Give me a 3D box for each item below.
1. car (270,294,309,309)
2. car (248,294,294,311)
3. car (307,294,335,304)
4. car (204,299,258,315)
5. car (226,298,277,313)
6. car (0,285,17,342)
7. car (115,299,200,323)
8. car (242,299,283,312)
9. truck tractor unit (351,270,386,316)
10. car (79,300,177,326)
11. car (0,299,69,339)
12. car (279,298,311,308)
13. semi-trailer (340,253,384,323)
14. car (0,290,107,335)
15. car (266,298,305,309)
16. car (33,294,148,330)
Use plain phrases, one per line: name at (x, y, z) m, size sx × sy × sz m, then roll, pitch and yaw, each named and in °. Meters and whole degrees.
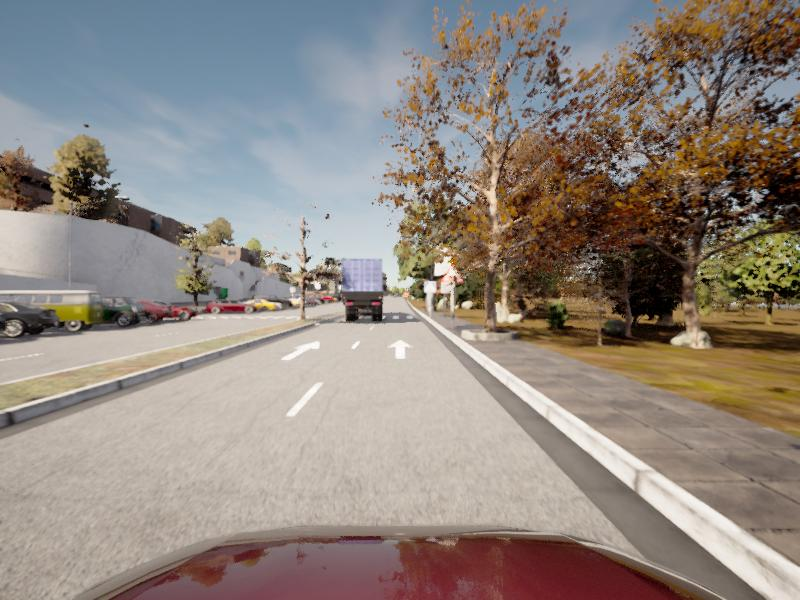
car at (-16.868, 0.201, 61.101) m, size 5.566 × 2.045 × 2.435 m, roll -1°, pitch 1°, yaw -20°
car at (-16.821, 0.309, 52.121) m, size 5.566 × 2.045 × 2.435 m, roll -1°, pitch 0°, yaw -20°
car at (-16.807, -0.262, 85.139) m, size 5.566 × 2.045 × 2.435 m, roll -1°, pitch 1°, yaw -20°
car at (-16.823, 0.670, 40.107) m, size 4.792 × 1.488 × 2.163 m, roll -1°, pitch 0°, yaw -20°
car at (-17.018, 0.605, 46.031) m, size 5.366 × 1.575 × 1.946 m, roll -1°, pitch 1°, yaw -20°
car at (-16.840, 0.533, 13.166) m, size 5.566 × 2.045 × 2.435 m, roll -1°, pitch 0°, yaw -20°
car at (-16.829, 0.734, 28.102) m, size 4.792 × 1.488 × 2.163 m, roll -1°, pitch 0°, yaw -20°
car at (-16.849, 0.623, 49.104) m, size 4.674 × 1.452 × 2.002 m, roll -1°, pitch 0°, yaw -20°
truck tractor unit at (-2.963, -0.715, 39.947) m, size 3.053 × 4.208 × 6.516 m, roll 0°, pitch 1°, yaw -1°
car at (-16.851, 0.761, 25.083) m, size 4.674 × 1.452 × 2.002 m, roll -1°, pitch 1°, yaw -20°
car at (-16.854, 0.770, 16.136) m, size 4.892 × 1.521 × 2.231 m, roll -1°, pitch 1°, yaw -20°
car at (-16.863, 0.436, 64.104) m, size 4.792 × 1.488 × 2.163 m, roll -1°, pitch 1°, yaw -20°
semi-trailer at (-2.672, -0.770, 32.040) m, size 2.717 × 4.402 × 14.254 m, roll 0°, pitch 0°, yaw -3°
car at (-16.970, 0.529, 19.074) m, size 4.442 × 1.987 × 1.878 m, roll -1°, pitch 1°, yaw -20°
car at (-16.668, 0.486, 58.177) m, size 5.366 × 1.575 × 1.946 m, roll -1°, pitch 0°, yaw -20°
car at (-16.829, 0.611, 22.110) m, size 4.553 × 1.767 × 2.185 m, roll -1°, pitch 1°, yaw -20°
